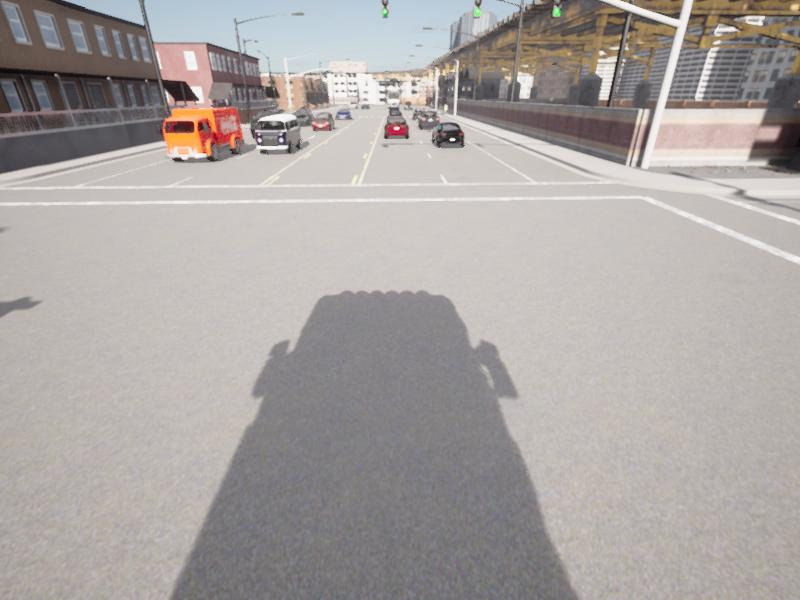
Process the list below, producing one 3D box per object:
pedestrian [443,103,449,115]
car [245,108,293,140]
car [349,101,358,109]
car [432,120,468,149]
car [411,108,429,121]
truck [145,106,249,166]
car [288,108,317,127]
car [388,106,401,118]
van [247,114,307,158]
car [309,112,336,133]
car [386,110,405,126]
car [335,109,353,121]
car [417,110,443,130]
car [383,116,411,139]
[{"bbox_3d":[7.693,-32.173,67.300,0.751,1.860,0.751,0,27,-1],"label":"pedestrian"},{"bbox_3d":[-10.755,-14.741,33.341,2.150,2.045,5.566,-1,27,-1],"label":"car"},{"bbox_3d":[-12.121,-50.646,103.915,1.932,1.855,4.605,0,27,-1],"label":"car"},{"bbox_3d":[3.319,-11.442,27.521,1.812,1.442,4.674,0,27,-1],"label":"car"},{"bbox_3d":[2.771,-26.371,56.709,2.128,1.511,4.902,-1,27,-1],"label":"car"},{"bbox_3d":[-10.448,-8.863,21.336,2.627,2.467,5.204,0,28,0],"label":"truck"},{"bbox_3d":[-11.013,-20.809,45.521,2.097,1.767,4.553,0,27,-1],"label":"car"},{"bbox_3d":[-0.848,-29.604,63.024,1.882,1.535,5.008,0,27,-1],"label":"car"},{"bbox_3d":[-7.112,-9.830,23.725,2.069,2.038,4.480,0,27,-1],"label":"van"},{"bbox_3d":[-7.393,-17.187,38.622,1.851,1.617,3.988,0,27,-1],"label":"car"},{"bbox_3d":[-0.551,-21.424,47.019,2.128,1.511,4.902,0,27,-1],"label":"car"},{"bbox_3d":[-7.707,-25.689,55.466,1.812,1.442,4.674,0,27,-1],"label":"car"},{"bbox_3d":[3.046,-18.936,41.959,2.242,1.667,4.611,0,27,-1],"label":"car"},{"bbox_3d":[-0.290,-14.390,33.266,2.163,1.488,4.792,0,27,-1],"label":"car"}]
